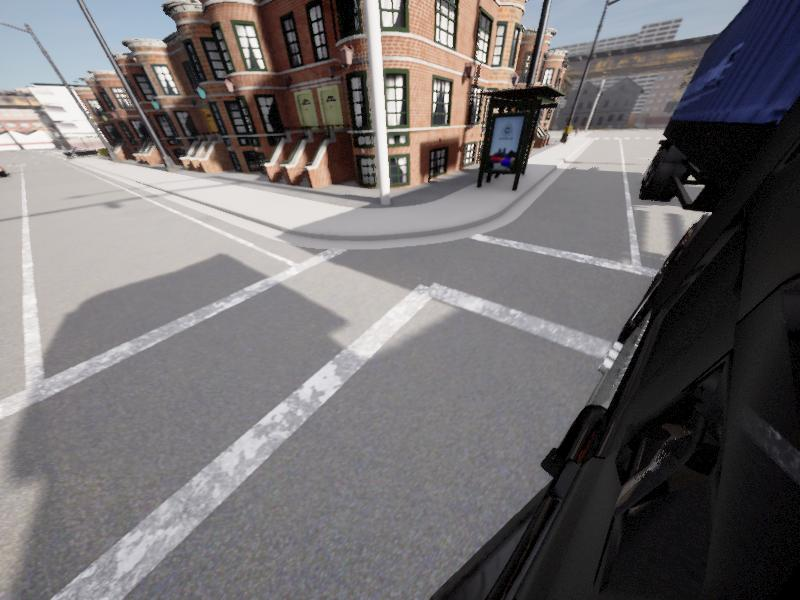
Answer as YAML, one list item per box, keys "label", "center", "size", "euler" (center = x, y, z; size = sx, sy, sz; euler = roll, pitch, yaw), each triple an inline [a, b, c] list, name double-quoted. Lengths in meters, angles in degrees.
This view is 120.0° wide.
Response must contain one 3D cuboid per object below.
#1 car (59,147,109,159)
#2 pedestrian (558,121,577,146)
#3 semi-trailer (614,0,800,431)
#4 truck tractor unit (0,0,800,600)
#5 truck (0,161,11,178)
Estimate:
- label: "car"
  center: [-51.288, -24.024, 37.624]
  size: [1.895, 1.301, 4.718]
  euler: [23, 44, 30]
- label: "pedestrian"
  center: [15.460, -15.383, 21.389]
  size: [0.751, 1.860, 0.751]
  euler: [25, 45, 32]
- label: "semi-trailer"
  center: [7.949, -4.025, 4.851]
  size: [2.717, 4.402, 14.254]
  euler: [25, 45, 32]
- label: "truck tractor unit"
  center: [2.645, -0.295, 0.351]
  size: [6.516, 4.208, 3.053]
  euler: [-28, 44, -30]
- label: "truck"
  center: [-35.447, -11.469, 18.965]
  size: [5.204, 2.467, 2.627]
  euler: [22, 43, 29]
